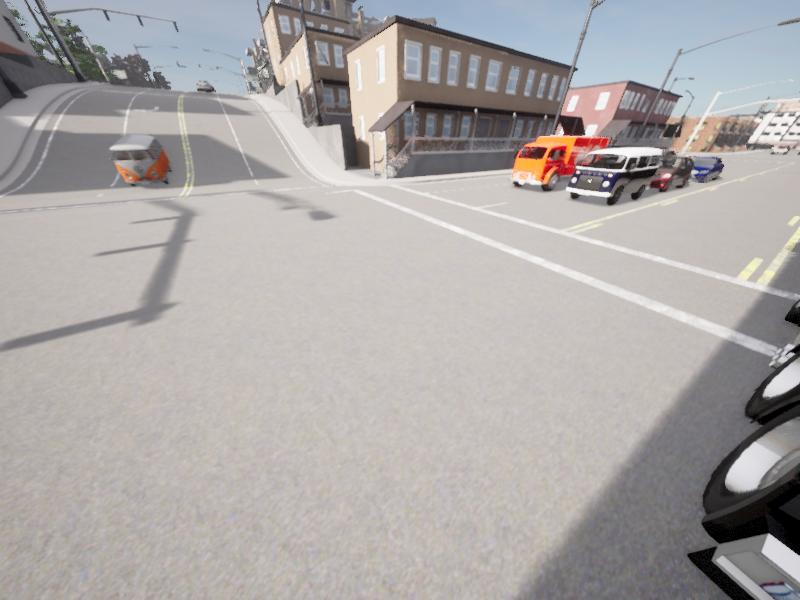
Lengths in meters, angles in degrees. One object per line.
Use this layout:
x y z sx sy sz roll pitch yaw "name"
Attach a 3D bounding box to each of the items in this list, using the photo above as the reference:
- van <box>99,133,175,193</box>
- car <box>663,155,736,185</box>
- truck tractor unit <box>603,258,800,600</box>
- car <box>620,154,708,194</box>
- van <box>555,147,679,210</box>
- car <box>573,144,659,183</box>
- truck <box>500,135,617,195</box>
-14.831 -8.073 13.383 1.775 1.987 4.442 -20 48 -26 "van"
20.805 -9.131 16.061 4.674 1.442 1.812 -19 39 -25 "car"
5.103 -0.308 0.795 6.516 4.208 3.053 -19 39 -25 "truck tractor unit"
14.921 -7.213 13.103 3.988 1.617 1.851 -19 39 -25 "car"
9.659 -5.608 10.365 4.480 2.038 2.069 -19 39 -25 "van"
15.514 -9.913 16.599 5.566 2.045 2.150 -19 39 -25 "car"
8.826 -7.754 13.061 5.204 2.467 2.627 -18 39 -24 "truck"
